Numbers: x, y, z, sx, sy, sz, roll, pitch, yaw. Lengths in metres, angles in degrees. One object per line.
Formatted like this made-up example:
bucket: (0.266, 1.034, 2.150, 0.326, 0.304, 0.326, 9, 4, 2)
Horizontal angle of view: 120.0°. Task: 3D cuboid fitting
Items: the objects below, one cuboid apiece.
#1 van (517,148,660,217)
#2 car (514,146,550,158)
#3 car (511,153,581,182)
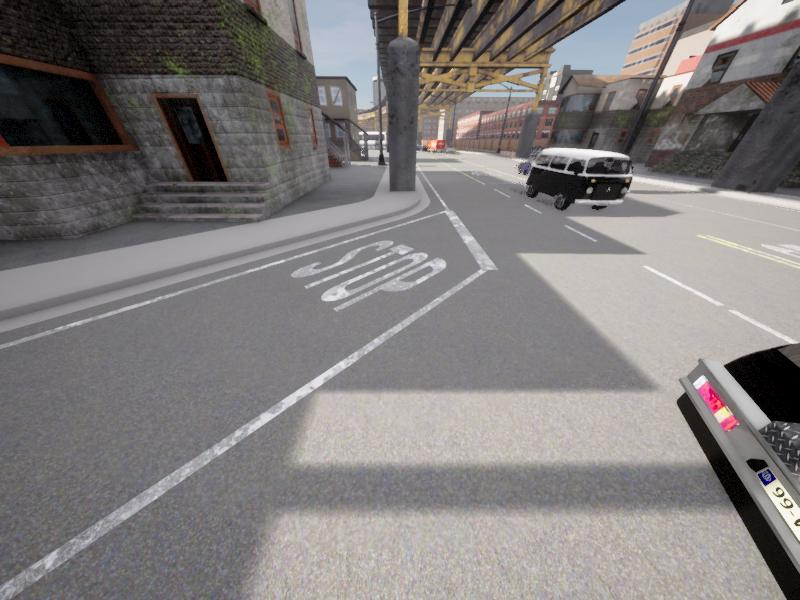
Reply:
van: (7.176, -5.133, 9.715, 2.069, 2.038, 4.480, 0, 35, 0)
car: (22.766, -25.623, 39.858, 4.974, 1.542, 2.038, 18, 38, 24)
car: (10.641, -10.083, 17.392, 2.163, 1.488, 4.792, 0, 35, 0)
